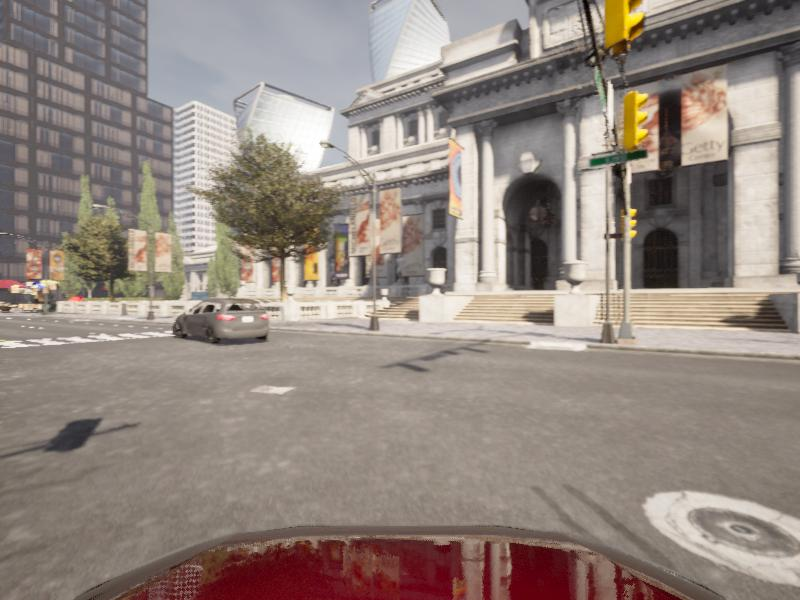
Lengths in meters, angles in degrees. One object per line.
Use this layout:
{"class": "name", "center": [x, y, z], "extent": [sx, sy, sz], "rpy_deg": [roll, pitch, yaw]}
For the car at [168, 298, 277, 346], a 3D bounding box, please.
{"class": "car", "center": [-7.265, 0.770, 16.171], "extent": [4.611, 1.667, 2.242], "rpy_deg": [0, 0, 41]}
